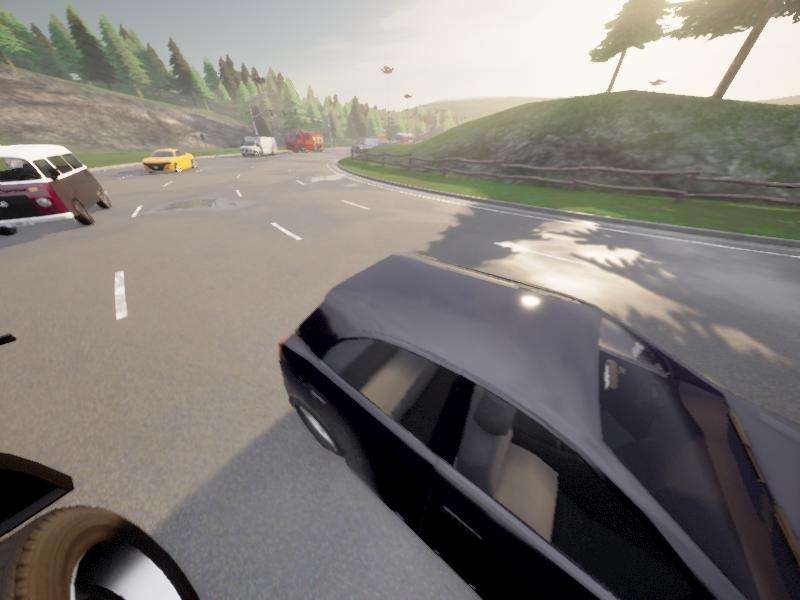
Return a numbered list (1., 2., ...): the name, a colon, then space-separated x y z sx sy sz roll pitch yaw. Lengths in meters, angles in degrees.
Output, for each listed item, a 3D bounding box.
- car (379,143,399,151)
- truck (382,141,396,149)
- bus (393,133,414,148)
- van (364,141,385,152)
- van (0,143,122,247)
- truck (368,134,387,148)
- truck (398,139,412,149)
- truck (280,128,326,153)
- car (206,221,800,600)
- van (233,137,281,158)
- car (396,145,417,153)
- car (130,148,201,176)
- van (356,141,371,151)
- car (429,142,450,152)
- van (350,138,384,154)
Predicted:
1. car: -2.830 -40.612 61.166 5.027 1.651 2.152 2 35 1
2. truck: -3.478 -50.055 74.364 2.390 2.098 6.274 12 36 16
3. bus: 1.432 -57.305 83.021 3.944 4.253 10.273 14 37 19
4. van: -6.014 -36.270 54.525 4.442 1.987 1.775 -8 35 -12
5. van: -10.911 -3.415 6.951 2.069 2.038 4.480 -23 42 -29
6. truck: -7.760 -55.267 80.306 2.891 3.827 8.468 14 37 18
7. truck: 1.699 -52.020 76.974 2.627 2.467 5.204 14 37 18
8. truck: -19.063 -31.889 46.361 2.891 3.827 8.468 13 37 18
9. car: 0.853 0.776 1.554 3.633 1.501 1.845 23 41 28
10. van: -20.976 -22.749 34.359 2.351 2.431 6.366 5 35 6
11. car: 1.428 -34.037 51.968 4.181 1.385 1.994 12 36 15
12. car: -18.260 -11.100 18.369 1.882 1.535 5.008 -10 36 -14
13. van: -9.382 -39.573 59.188 2.069 2.038 4.480 9 36 12
14. car: 10.009 -38.736 58.450 4.605 1.855 1.932 13 37 18
15. van: -6.724 -31.680 47.551 6.366 2.431 2.351 -20 33 -28
